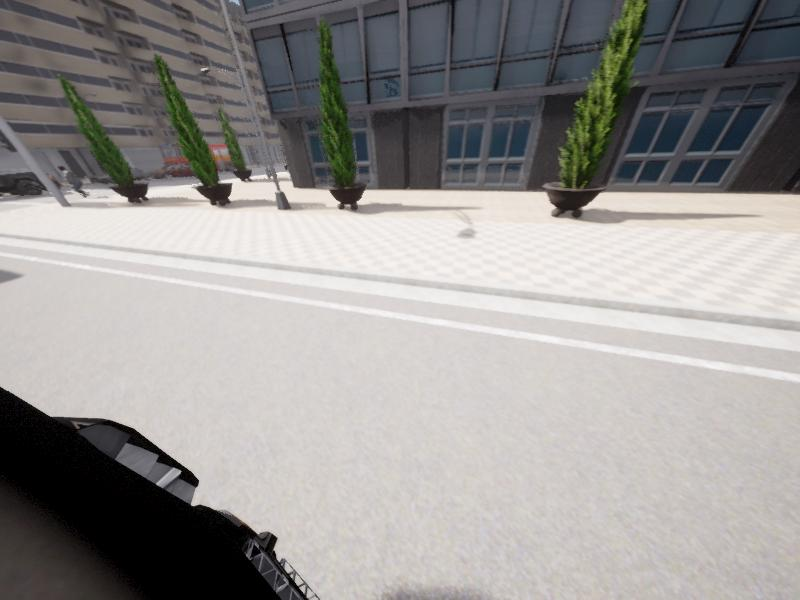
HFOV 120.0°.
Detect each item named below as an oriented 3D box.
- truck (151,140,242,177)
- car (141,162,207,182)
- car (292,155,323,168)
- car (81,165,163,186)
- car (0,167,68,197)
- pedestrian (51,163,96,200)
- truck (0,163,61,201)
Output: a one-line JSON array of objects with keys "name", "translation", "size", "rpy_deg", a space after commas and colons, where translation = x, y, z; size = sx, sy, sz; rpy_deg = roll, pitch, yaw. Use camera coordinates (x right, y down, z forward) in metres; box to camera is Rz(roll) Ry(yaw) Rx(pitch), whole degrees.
[{"name": "truck", "translation": [-27.048, -19.469, 31.587], "size": [2.891, 3.827, 8.468], "rpy_deg": [8, 35, 16]}, {"name": "car", "translation": [-25.511, -14.700, 26.354], "size": [1.882, 1.535, 5.008], "rpy_deg": [8, 35, 15]}, {"name": "car", "translation": [-14.404, -21.715, 36.227], "size": [2.007, 1.525, 4.514], "rpy_deg": [8, 35, 16]}, {"name": "car", "translation": [-29.713, -13.537, 25.006], "size": [2.033, 1.411, 5.357], "rpy_deg": [8, 35, 15]}, {"name": "car", "translation": [-31.994, -9.756, 19.083], "size": [2.097, 1.767, 4.553], "rpy_deg": [9, 35, 17]}, {"name": "pedestrian", "translation": [-19.453, -7.061, 13.801], "size": [0.751, 1.860, 0.751], "rpy_deg": [21, 40, 31]}, {"name": "truck", "translation": [-29.267, -7.864, 15.780], "size": [2.390, 2.098, 6.274], "rpy_deg": [7, 35, 15]}]
